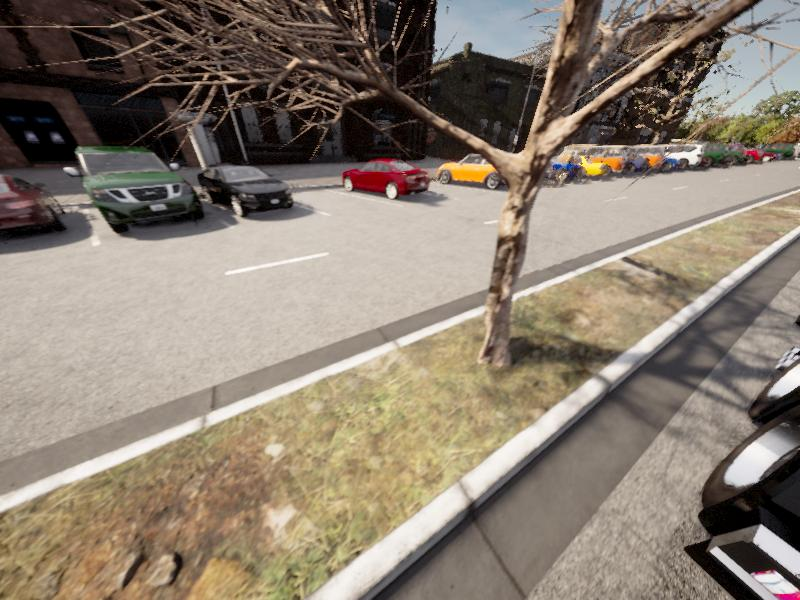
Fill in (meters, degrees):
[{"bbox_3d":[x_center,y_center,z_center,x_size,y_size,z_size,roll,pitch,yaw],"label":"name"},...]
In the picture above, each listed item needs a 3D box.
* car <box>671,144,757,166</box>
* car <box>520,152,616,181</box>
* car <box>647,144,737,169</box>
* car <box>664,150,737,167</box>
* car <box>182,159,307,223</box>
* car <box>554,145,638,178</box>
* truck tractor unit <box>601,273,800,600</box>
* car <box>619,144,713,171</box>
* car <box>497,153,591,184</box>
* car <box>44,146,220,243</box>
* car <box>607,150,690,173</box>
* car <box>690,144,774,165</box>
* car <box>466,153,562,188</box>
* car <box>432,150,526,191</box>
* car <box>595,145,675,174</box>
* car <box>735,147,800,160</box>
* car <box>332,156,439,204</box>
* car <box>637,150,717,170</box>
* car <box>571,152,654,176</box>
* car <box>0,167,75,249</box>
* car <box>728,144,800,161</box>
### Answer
[{"bbox_3d":[36.620,-17.204,27.323,5.566,2.045,2.435,28,42,34],"label":"car"},{"bbox_3d":[12.347,-10.157,17.382,5.366,1.575,1.946,27,43,34],"label":"car"},{"bbox_3d":[31.215,-15.687,25.089,5.566,2.045,2.435,28,43,34],"label":"car"},{"bbox_3d":[33.941,-16.203,26.349,4.792,1.488,2.163,28,43,34],"label":"car"},{"bbox_3d":[-6.124,-4.463,8.996,5.008,1.535,2.097,25,41,32],"label":"car"},{"bbox_3d":[15.255,-11.006,18.236,4.442,1.987,1.878,27,42,34],"label":"car"},{"bbox_3d":[5.124,-0.285,0.768,6.516,4.208,3.053,-18,38,-24],"label":"truck tractor unit"},{"bbox_3d":[25.863,-14.155,22.831,5.566,2.045,2.435,27,43,34],"label":"car"},{"bbox_3d":[9.810,-9.312,16.141,5.008,1.535,2.097,27,42,34],"label":"car"},{"bbox_3d":[-8.725,-3.821,7.603,5.566,2.045,2.435,25,41,32],"label":"car"},{"bbox_3d":[23.207,-13.173,21.832,5.008,1.535,2.097,28,42,34],"label":"car"},{"bbox_3d":[41.979,-18.736,29.581,5.566,2.045,2.435,28,43,34],"label":"car"},{"bbox_3d":[7.147,-8.512,14.964,4.892,1.521,2.231,27,43,34],"label":"car"},{"bbox_3d":[4.485,-7.816,13.712,4.553,1.767,2.185,26,42,33],"label":"car"},{"bbox_3d":[20.617,-12.548,20.509,4.442,1.987,1.878,27,42,34],"label":"car"},{"bbox_3d":[57.968,-23.214,36.578,5.366,1.575,1.946,28,43,35],"label":"car"},{"bbox_3d":[-0.843,-6.107,11.416,5.008,1.535,2.097,26,42,33],"label":"car"},{"bbox_3d":[28.562,-14.706,24.091,5.008,1.535,2.097,28,43,34],"label":"car"},{"bbox_3d":[17.823,-11.620,19.596,4.792,1.488,2.163,27,43,34],"label":"car"},{"bbox_3d":[-11.369,-2.737,6.527,4.674,1.452,2.002,25,42,32],"label":"car"},{"bbox_3d":[55.381,-22.579,35.226,5.566,2.045,2.435,28,43,35],"label":"car"}]
